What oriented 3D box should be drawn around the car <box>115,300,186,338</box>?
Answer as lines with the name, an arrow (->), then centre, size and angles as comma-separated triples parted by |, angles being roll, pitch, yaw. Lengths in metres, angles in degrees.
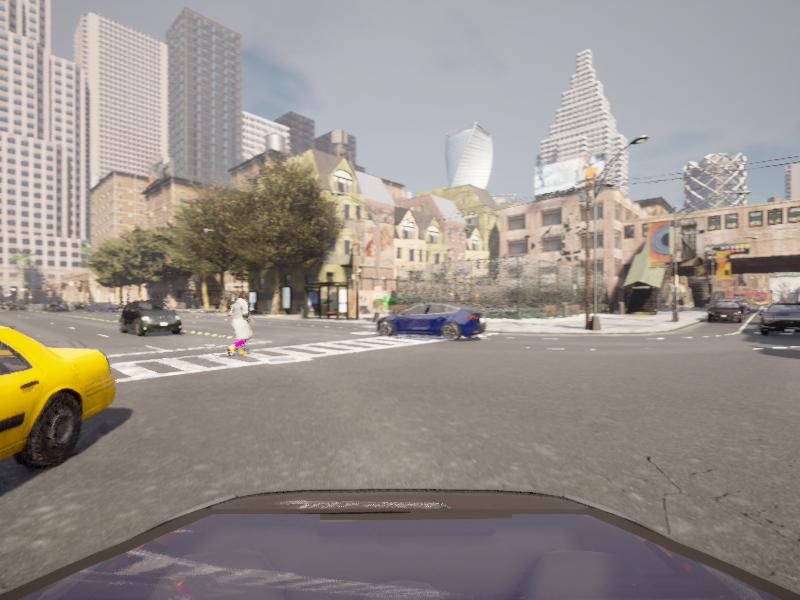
car -> -11.956, 0.827, 19.100 | 3.988, 1.617, 1.851 | 0, 0, 42

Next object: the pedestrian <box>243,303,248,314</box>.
pedestrian -> -16.874, 0.931, 43.693 | 0.500, 1.100, 0.500 | 0, 0, -34

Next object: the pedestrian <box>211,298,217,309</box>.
pedestrian -> -32.774, 0.603, 70.509 | 0.751, 1.860, 0.751 | 0, 0, -45

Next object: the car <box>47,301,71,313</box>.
car -> -48.757, 0.921, 57.122 | 4.856, 1.649, 2.033 | 0, 0, 42

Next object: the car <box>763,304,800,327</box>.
car -> 24.137, 0.910, 25.159 | 1.895, 1.301, 4.718 | 0, 0, 43

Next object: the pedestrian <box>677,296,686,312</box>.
pedestrian -> 33.319, 0.447, 47.334 | 0.751, 1.860, 0.751 | 0, 0, -44

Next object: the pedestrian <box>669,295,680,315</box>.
pedestrian -> 25.978, 0.456, 37.904 | 0.751, 1.860, 0.751 | 0, 0, 43

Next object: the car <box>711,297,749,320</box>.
car -> 27.419, 0.663, 33.207 | 2.185, 1.767, 4.553 | 0, 0, 42

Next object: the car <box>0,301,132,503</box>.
car -> -3.924, 0.811, 2.410 | 1.801, 1.575, 5.366 | 0, 0, -10

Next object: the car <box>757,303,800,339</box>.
car -> 17.965, 0.870, 18.512 | 2.033, 1.411, 5.357 | 0, 0, 43

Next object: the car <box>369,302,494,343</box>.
car -> 1.267, 0.860, 16.916 | 4.792, 1.488, 2.163 | 0, 0, 32

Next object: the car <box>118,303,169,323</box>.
car -> -20.082, 0.959, 31.181 | 5.357, 1.411, 2.033 | 0, 0, 42

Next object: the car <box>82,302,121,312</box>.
car -> -43.009, 1.020, 57.633 | 5.357, 1.411, 2.033 | 0, 0, 21

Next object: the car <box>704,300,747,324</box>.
car -> 23.168, 0.794, 28.387 | 2.097, 1.535, 5.008 | 0, 0, 42

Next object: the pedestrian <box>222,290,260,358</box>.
pedestrian -> -4.547, 0.655, 11.435 | 0.751, 1.860, 0.751 | 0, 0, 41
